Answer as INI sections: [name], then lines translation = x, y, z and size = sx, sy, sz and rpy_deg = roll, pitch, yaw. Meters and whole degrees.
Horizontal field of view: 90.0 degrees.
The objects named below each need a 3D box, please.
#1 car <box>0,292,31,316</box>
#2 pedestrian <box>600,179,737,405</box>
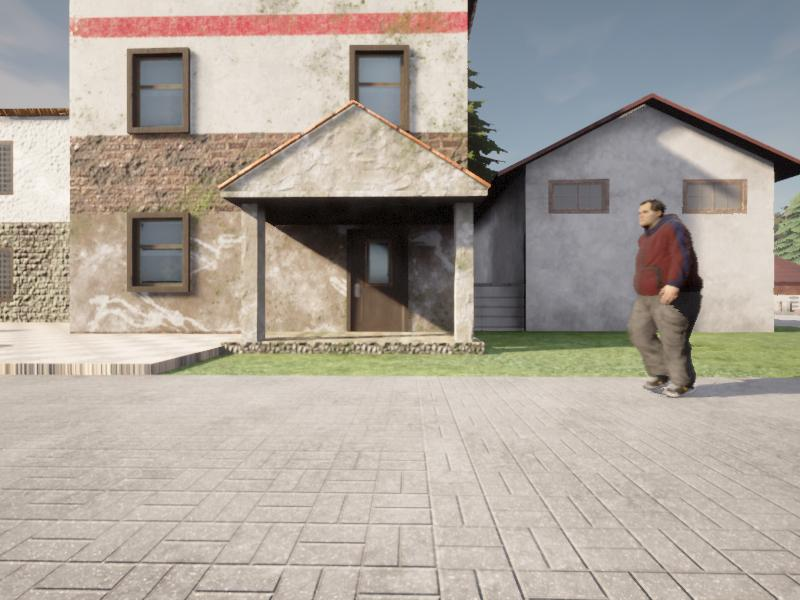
[car]
translation = -26.045, 0.250, 24.665
size = 2.163, 1.488, 4.792
rpy_deg = 0, 0, 1
[pedestrian]
translation = 2.392, -0.066, 3.659
size = 0.751, 1.860, 0.751
rpy_deg = 0, 0, 1
